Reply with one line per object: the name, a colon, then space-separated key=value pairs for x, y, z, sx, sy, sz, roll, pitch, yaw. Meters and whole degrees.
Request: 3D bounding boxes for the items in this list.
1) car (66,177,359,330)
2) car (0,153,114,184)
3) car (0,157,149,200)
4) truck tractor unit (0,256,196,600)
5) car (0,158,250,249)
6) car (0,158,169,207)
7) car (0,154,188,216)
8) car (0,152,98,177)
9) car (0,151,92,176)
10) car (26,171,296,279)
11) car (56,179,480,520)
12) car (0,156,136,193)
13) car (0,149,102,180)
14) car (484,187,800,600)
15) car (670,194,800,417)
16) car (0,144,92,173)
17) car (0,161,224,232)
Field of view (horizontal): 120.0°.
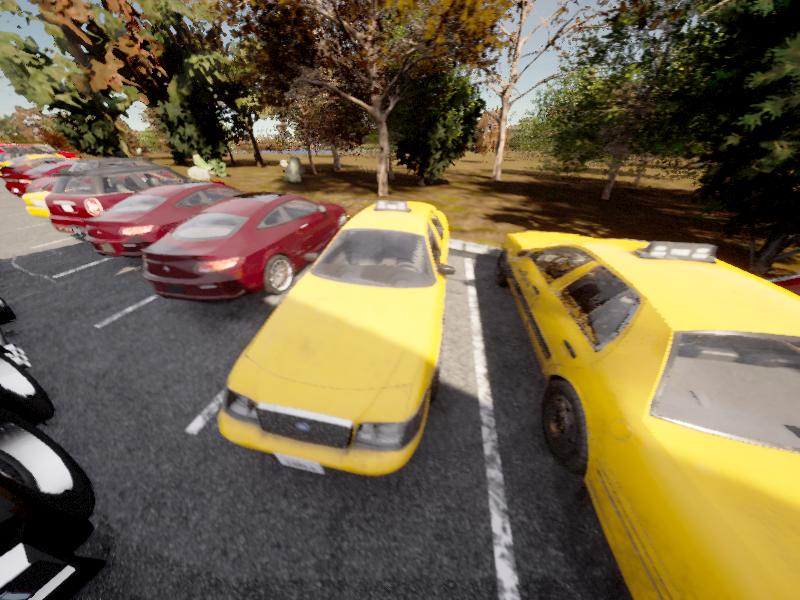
car: x=-2.692 y=-1.555 z=4.997 sx=2.002 sy=1.452 sz=4.674 roll=6 pitch=35 yaw=9
car: x=-25.168 y=-9.686 z=16.795 sx=2.097 sy=1.535 sz=5.008 roll=8 pitch=35 yaw=12
car: x=-17.757 y=-6.870 z=12.738 sx=2.163 sy=1.488 sz=4.792 roll=8 pitch=35 yaw=11
truck tractor unit: x=-5.098 y=-0.313 z=0.798 sx=6.516 sy=4.208 sz=3.053 roll=19 pitch=39 yaw=25
car: x=-7.758 y=-3.416 z=7.422 sx=2.185 sy=1.767 sz=4.553 roll=7 pitch=35 yaw=10
car: x=-15.272 y=-6.001 z=11.418 sx=2.097 sy=1.535 sz=5.008 roll=7 pitch=35 yaw=11
car: x=-12.759 y=-5.224 z=10.062 sx=2.185 sy=1.767 sz=4.553 roll=8 pitch=35 yaw=10
car: x=-30.069 y=-11.577 z=19.554 sx=2.231 sy=1.521 sz=4.892 roll=8 pitch=35 yaw=12
car: x=-32.551 y=-12.436 z=20.798 sx=1.946 sy=1.575 sz=5.366 roll=9 pitch=35 yaw=12
car: x=-5.227 y=-2.420 z=6.260 sx=2.002 sy=1.452 sz=4.674 roll=6 pitch=35 yaw=10
car: x=-0.177 y=-0.633 z=3.571 sx=1.946 sy=1.575 sz=5.366 roll=7 pitch=35 yaw=9
car: x=-20.229 y=-7.825 z=14.132 sx=2.163 sy=1.488 sz=4.792 roll=8 pitch=35 yaw=11
car: x=-27.625 y=-10.719 z=18.079 sx=2.185 sy=1.767 sz=4.553 roll=8 pitch=35 yaw=12
car: x=2.437 y=0.011 z=2.632 sx=1.946 sy=1.575 sz=5.366 roll=6 pitch=35 yaw=9
car: x=4.957 y=0.871 z=1.157 sx=2.185 sy=1.767 sz=4.553 roll=6 pitch=35 yaw=9
car: x=-34.945 y=-13.718 z=22.229 sx=2.435 sy=2.045 sz=5.566 roll=8 pitch=35 yaw=12
car: x=-10.228 y=-4.317 z=8.956 sx=1.946 sy=1.575 sz=5.366 roll=7 pitch=35 yaw=10
